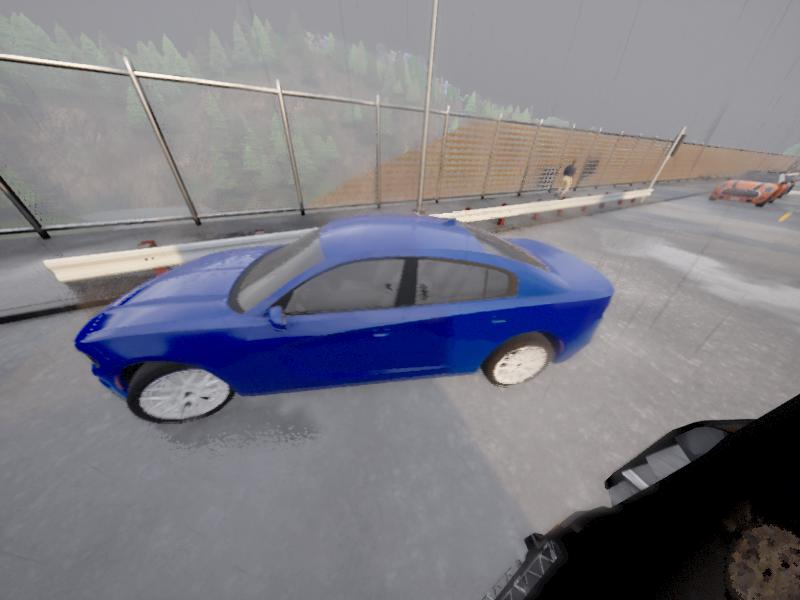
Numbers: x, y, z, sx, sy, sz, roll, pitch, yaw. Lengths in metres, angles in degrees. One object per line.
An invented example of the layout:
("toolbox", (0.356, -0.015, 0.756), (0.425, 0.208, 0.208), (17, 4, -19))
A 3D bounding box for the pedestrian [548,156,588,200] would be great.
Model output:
("pedestrian", (8.379, -6.082, 11.581), (0.751, 1.860, 0.751), (-16, 38, -25))

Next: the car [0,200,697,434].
("car", (-0.322, -0.139, 2.663), (5.008, 1.535, 1.882), (-3, 33, -8))

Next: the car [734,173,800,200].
("car", (27.145, -8.422, 16.964), (4.181, 1.385, 1.994), (-16, 38, -26))

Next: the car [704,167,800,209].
("car", (20.822, -6.729, 13.643), (4.553, 1.767, 2.097), (-16, 38, -25))
